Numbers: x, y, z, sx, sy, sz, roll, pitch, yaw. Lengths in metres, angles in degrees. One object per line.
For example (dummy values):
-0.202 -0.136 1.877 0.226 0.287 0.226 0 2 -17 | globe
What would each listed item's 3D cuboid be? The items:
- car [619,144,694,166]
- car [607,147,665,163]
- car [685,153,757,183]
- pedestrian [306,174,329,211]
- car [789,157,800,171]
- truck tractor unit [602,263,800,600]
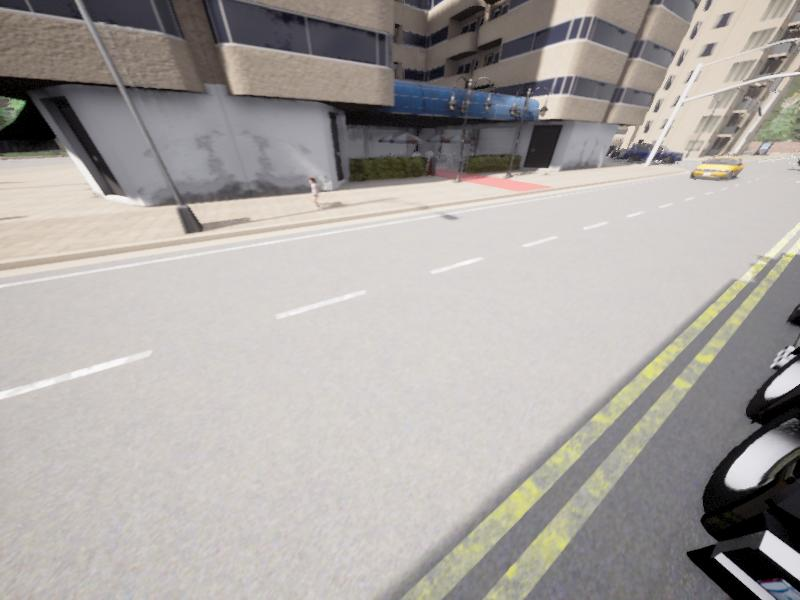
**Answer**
31.728 -18.246 28.892 2.150 2.045 5.566 -18 39 -25 | car
33.168 -20.595 32.647 1.930 1.638 5.238 -18 39 -25 | car
23.805 -9.859 17.126 5.366 1.575 1.801 -18 39 -25 | car
-2.941 -3.841 8.253 0.500 1.100 0.500 -17 39 -24 | pedestrian
40.970 -13.124 21.758 1.905 1.878 3.866 -18 39 -25 | car
5.115 -0.292 0.797 6.516 4.208 3.053 -18 39 -24 | truck tractor unit
